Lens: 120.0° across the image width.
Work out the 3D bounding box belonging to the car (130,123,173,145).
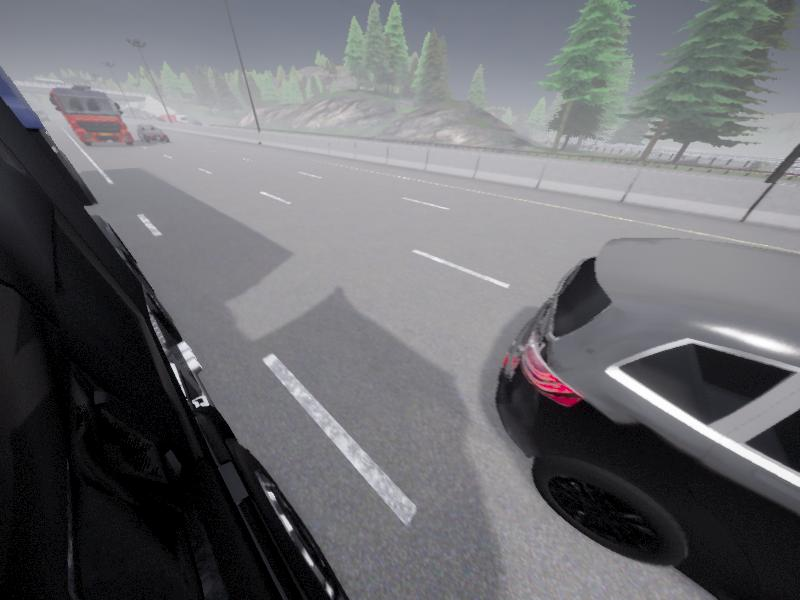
[{"bbox_3d":[-24.424,-16.327,22.690,4.193,1.474,1.816,28,44,30],"label":"car"}]

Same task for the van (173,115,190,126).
[{"bbox_3d":[-70.194,-57.753,74.235,5.915,2.561,1.988,28,44,30],"label":"van"}]

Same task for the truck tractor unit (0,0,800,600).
[{"bbox_3d":[-2.645,-0.295,0.351,6.516,4.208,3.053,28,44,30],"label":"truck tractor unit"}]

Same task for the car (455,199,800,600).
[{"bbox_3d":[2.995,1.039,1.061,4.611,1.667,2.242,29,44,30],"label":"car"}]

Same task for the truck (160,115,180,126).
[{"bbox_3d":[-70.370,-55.058,70.711,5.204,2.467,2.627,28,44,30],"label":"truck"}]

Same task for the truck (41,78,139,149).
[{"bbox_3d":[-25.650,-15.200,19.142,8.468,3.827,2.891,28,44,30],"label":"truck"}]

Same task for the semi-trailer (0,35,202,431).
[{"bbox_3d":[-8.746,-3.572,4.180,14.254,4.402,2.717,28,43,29],"label":"semi-trailer"}]
